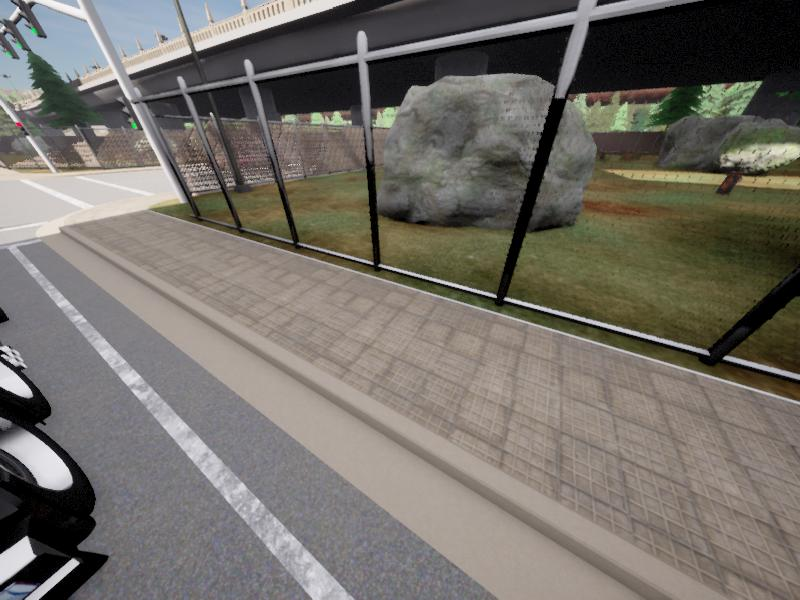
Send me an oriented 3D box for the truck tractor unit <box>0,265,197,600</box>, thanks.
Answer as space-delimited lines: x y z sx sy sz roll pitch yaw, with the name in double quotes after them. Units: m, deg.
-5.115 -0.296 0.780 6.516 4.208 3.053 18 39 24 "truck tractor unit"
